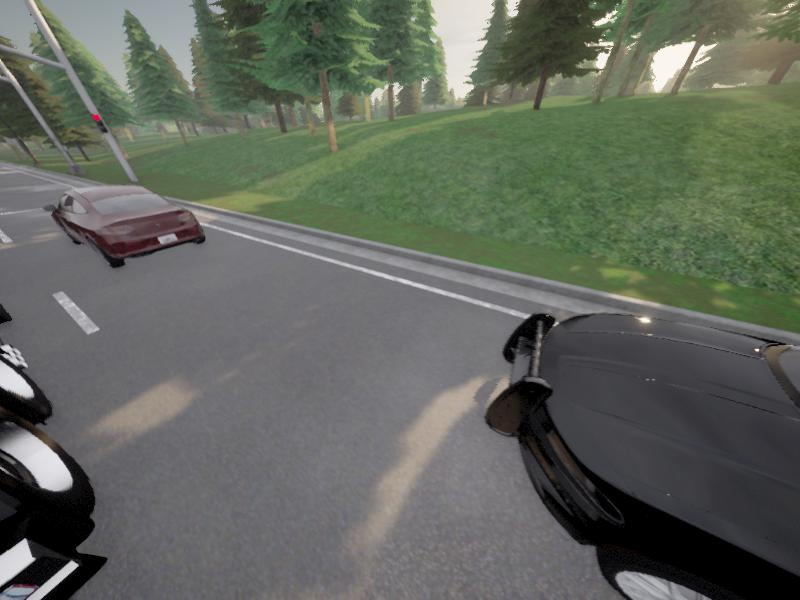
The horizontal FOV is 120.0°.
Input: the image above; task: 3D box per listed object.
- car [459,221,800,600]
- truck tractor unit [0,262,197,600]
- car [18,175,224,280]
[{"bbox_3d":[3.195,1.135,0.905,5.238,1.638,1.930,18,39,24],"label":"car"},{"bbox_3d":[-5.107,-0.305,0.783,6.516,4.208,3.053,19,39,24],"label":"truck tractor unit"},{"bbox_3d":[-6.956,-2.091,5.798,4.674,1.442,1.812,18,39,24],"label":"car"}]
